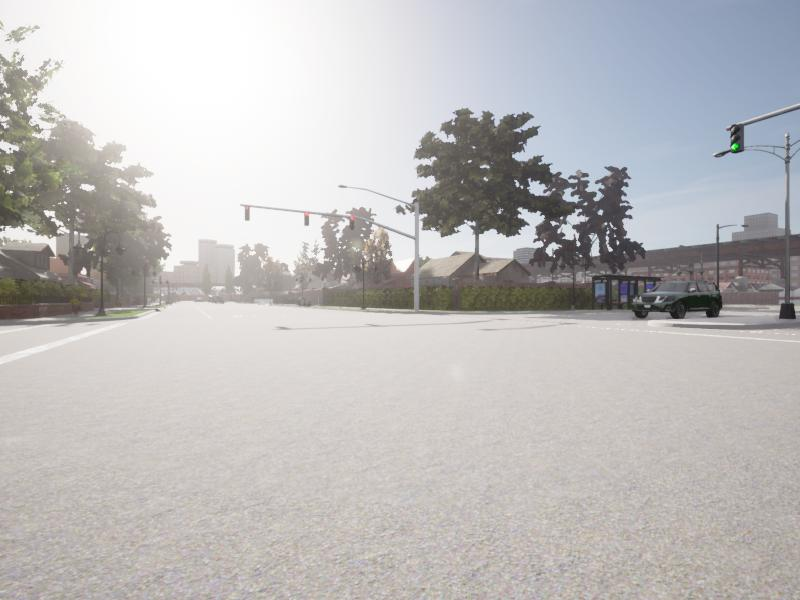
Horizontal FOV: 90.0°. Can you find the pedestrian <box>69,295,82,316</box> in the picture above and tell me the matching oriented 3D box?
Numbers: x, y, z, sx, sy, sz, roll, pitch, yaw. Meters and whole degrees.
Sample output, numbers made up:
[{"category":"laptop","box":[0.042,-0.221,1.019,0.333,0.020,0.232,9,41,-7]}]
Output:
[{"category":"pedestrian","box":[-17.265,0.272,21.285,0.500,1.100,0.500,0,0,-30]}]

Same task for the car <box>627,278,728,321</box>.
[{"category":"car","box":[14.975,-0.032,21.537,5.566,2.045,2.150,0,0,-28]}]
